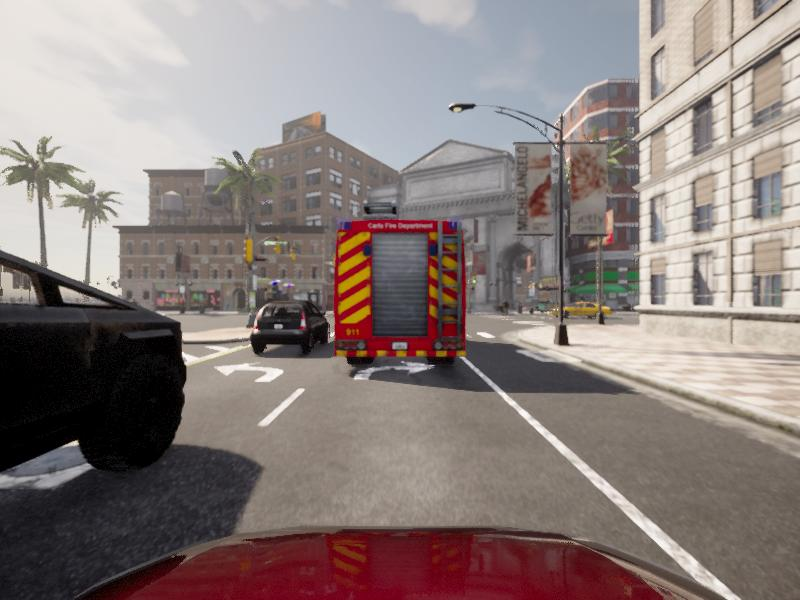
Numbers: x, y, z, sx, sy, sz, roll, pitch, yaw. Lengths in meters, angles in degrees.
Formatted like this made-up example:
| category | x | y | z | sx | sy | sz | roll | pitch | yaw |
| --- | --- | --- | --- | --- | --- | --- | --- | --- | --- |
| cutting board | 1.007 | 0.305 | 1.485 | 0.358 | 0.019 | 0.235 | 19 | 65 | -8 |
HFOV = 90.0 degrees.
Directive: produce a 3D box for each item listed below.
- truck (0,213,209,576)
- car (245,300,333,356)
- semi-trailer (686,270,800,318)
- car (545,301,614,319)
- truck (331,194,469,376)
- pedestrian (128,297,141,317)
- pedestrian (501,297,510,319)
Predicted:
| category | x | y | z | sx | sy | sz | roll | pitch | yaw |
| --- | --- | --- | --- | --- | --- | --- | --- | --- | --- |
| truck | -3.503 | 0.544 | 1.687 | 2.390 | 2.098 | 6.274 | 0 | 0 | 0 |
| car | -3.527 | 0.806 | 13.508 | 1.851 | 1.617 | 3.988 | 0 | 0 | 0 |
| semi-trailer | 35.647 | -0.567 | 38.440 | 14.254 | 4.402 | 2.717 | 0 | 0 | 0 |
| car | 15.934 | 0.848 | 35.634 | 5.366 | 1.575 | 1.801 | 0 | 0 | 0 |
| truck | 0.034 | -0.304 | 12.639 | 2.891 | 3.827 | 8.468 | 0 | 0 | 1 |
| pedestrian | -25.282 | 0.687 | 38.062 | 0.751 | 1.860 | 0.751 | 0 | 0 | 1 |
| pedestrian | 9.107 | 0.682 | 34.514 | 0.751 | 1.860 | 0.751 | 0 | 0 | 12 |
